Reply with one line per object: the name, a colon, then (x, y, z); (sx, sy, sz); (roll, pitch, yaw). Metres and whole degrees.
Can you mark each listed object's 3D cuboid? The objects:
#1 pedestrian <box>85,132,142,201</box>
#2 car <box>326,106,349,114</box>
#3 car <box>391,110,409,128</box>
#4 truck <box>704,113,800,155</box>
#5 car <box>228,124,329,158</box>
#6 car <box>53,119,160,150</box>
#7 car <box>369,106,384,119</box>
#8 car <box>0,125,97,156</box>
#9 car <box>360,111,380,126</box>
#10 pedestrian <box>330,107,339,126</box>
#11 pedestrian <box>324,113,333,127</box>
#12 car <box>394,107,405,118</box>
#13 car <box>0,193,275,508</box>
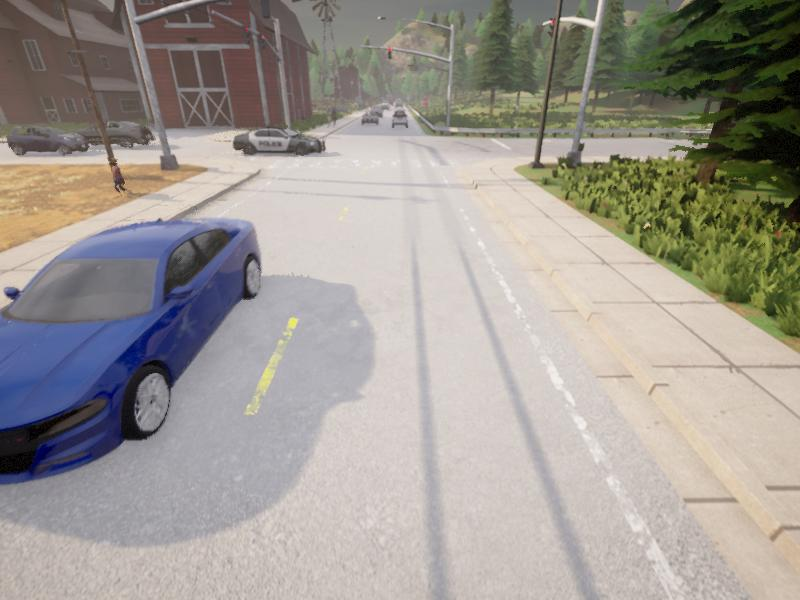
pedestrian: (-8.795, -4.122, 12.335); (0.751, 1.860, 0.751); (17, 31, 30)
car: (-12.412, -37.680, 79.201); (4.181, 1.385, 1.994); (-1, 27, -2)
car: (-0.011, -20.191, 44.590); (1.851, 1.617, 3.988); (0, 27, 0)
truck: (22.219, -9.818, 23.617); (6.274, 2.098, 2.390); (-1, 27, -1)
car: (-6.852, -9.161, 22.962); (4.974, 1.542, 2.038); (3, 28, 5)
car: (-18.924, -10.806, 26.046); (5.027, 1.651, 2.152); (0, 27, -1)
car: (-3.575, -28.782, 61.423); (1.930, 1.638, 5.238); (0, 27, 0)
car: (-20.095, -9.155, 22.930); (3.633, 1.501, 1.845); (0, 27, -1)
car: (-3.525, -21.710, 47.836); (1.994, 1.385, 4.181); (0, 27, 0)
pedestrian: (-6.981, -19.548, 42.659); (0.751, 1.860, 0.751); (-2, 27, -4)
pedestrian: (-7.577, -19.178, 42.549); (0.751, 1.300, 0.751); (-1, 27, -2)
car: (-0.088, -30.342, 64.706); (1.812, 1.442, 4.674); (0, 27, 0)
car: (-3.366, -0.093, 5.194); (1.882, 1.535, 5.008); (0, 27, 0)
